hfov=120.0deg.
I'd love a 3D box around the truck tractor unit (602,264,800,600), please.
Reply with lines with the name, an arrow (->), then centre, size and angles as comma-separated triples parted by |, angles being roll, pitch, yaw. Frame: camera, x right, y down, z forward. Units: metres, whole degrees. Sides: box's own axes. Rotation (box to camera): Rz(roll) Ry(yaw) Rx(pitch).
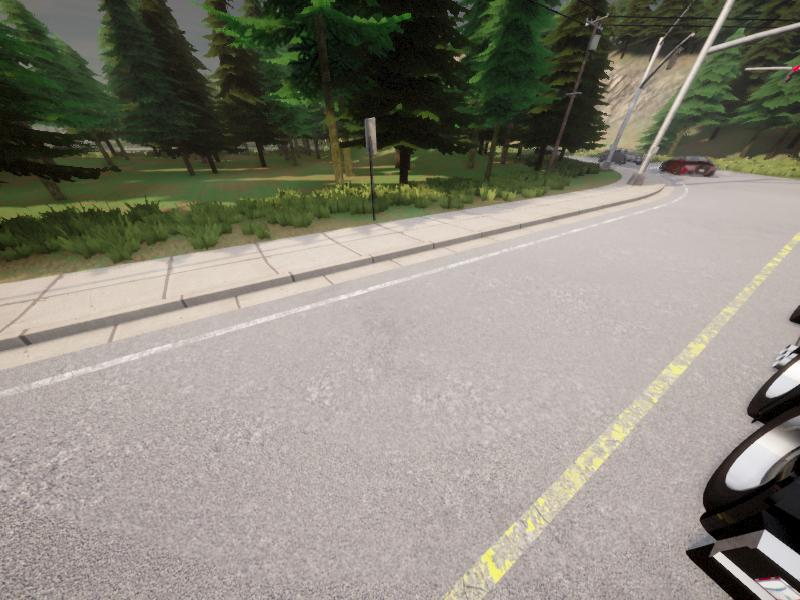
truck tractor unit -> 5.109, -0.302, 0.781 | 6.516, 4.208, 3.053 | -18, 39, -24

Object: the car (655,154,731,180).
car -> 22.570, -10.522, 18.075 | 1.994, 1.385, 4.181 | 14, 37, 19

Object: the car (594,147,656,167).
car -> 25.270, -16.391, 26.298 | 2.152, 1.651, 5.027 | 1, 35, 1
